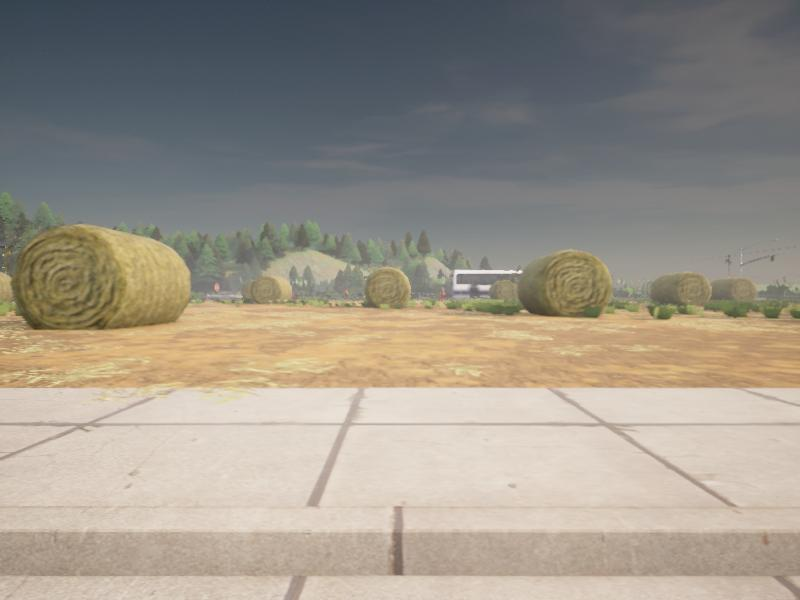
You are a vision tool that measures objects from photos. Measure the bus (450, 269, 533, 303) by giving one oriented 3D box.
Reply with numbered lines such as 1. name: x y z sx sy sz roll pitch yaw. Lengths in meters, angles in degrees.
1. bus: 12.014 -1.864 53.529 10.273 4.253 3.944 1 1 4

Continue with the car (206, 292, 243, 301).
1. car: -26.125 -0.477 59.517 4.718 1.301 1.895 0 1 4
